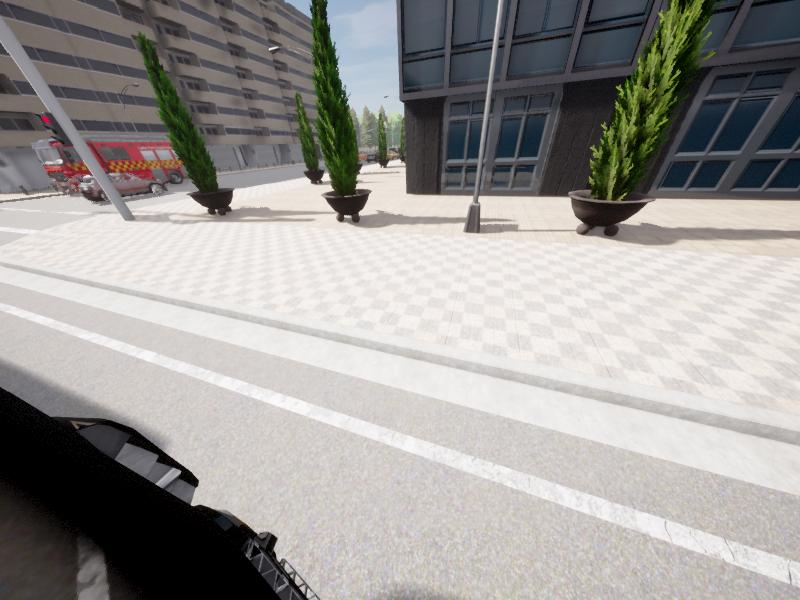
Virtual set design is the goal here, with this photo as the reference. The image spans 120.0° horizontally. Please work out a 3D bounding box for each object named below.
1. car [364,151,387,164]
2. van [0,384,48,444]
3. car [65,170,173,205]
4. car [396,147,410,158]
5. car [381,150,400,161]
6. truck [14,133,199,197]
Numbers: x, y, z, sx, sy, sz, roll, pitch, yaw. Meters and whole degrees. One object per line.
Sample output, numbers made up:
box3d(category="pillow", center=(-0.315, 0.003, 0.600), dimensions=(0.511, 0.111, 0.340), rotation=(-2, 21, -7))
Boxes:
box3d(category="car", center=(-4.027, -24.216, 39.155), dimensions=(2.007, 1.525, 4.514), rotation=(9, 35, 17))
box3d(category="van", center=(-6.109, 0.531, 1.812), dimensions=(4.442, 1.987, 1.775), rotation=(9, 35, 17))
box3d(category="car", center=(-17.920, -7.419, 15.024), dimensions=(1.970, 1.475, 3.806), rotation=(9, 36, 18))
box3d(category="car", center=(0.765, -32.214, 50.475), dimensions=(1.905, 1.878, 3.866), rotation=(9, 35, 17))
box3d(category="car", center=(-1.703, -28.043, 44.679), dimensions=(1.801, 1.575, 5.366), rotation=(9, 35, 17))
box3d(category="truck", center=(-23.212, -11.559, 19.530), dimensions=(2.891, 3.827, 8.468), rotation=(9, 35, 17))
